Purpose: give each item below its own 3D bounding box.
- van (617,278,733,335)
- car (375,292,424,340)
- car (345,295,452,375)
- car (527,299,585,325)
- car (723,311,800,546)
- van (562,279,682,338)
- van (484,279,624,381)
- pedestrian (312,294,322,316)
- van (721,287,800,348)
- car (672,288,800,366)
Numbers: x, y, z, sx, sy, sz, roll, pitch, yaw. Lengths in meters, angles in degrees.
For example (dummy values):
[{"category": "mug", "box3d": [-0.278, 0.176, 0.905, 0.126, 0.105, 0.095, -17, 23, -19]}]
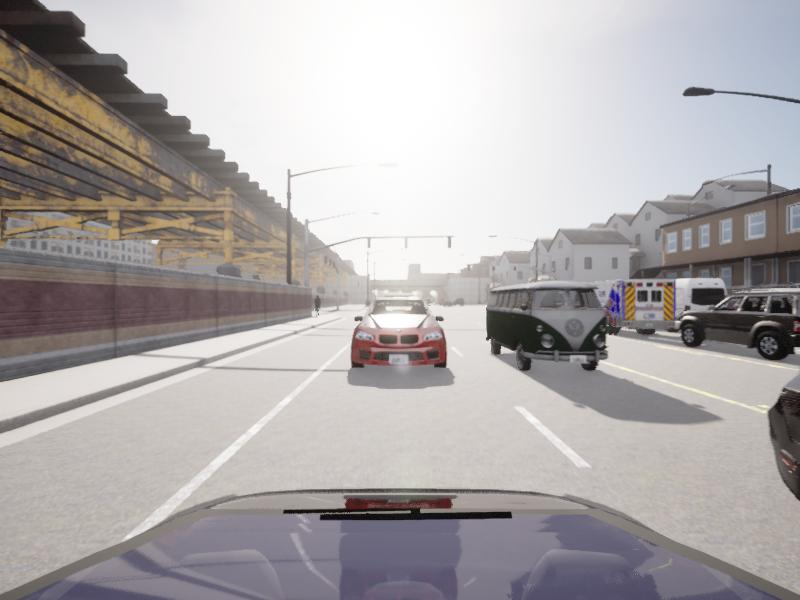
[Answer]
[{"category": "van", "box3d": [13.941, 0.287, 20.905, 1.988, 2.561, 5.915, 0, 0, 0]}, {"category": "car", "box3d": [-0.041, 0.616, 17.472, 1.905, 1.878, 3.866, 0, 0, 0]}, {"category": "car", "box3d": [-0.025, 0.739, 10.704, 2.242, 1.667, 4.611, 0, 0, 0]}, {"category": "car", "box3d": [10.438, 0.732, 27.231, 2.033, 1.649, 4.856, 0, 0, 0]}, {"category": "car", "box3d": [3.494, 0.841, 0.740, 1.837, 1.490, 4.892, 0, 0, 0]}, {"category": "van", "box3d": [10.456, 0.345, 19.668, 2.351, 2.431, 6.366, 0, 0, 0]}, {"category": "van", "box3d": [3.477, 0.582, 10.031, 1.775, 1.987, 4.442, 0, 0, 0]}, {"category": "pedestrian", "box3d": [-7.165, 0.431, 34.570, 0.751, 1.860, 0.751, 0, 0, -21]}, {"category": "van", "box3d": [13.959, 0.571, 14.068, 1.775, 1.987, 4.442, 0, 0, 0]}, {"category": "car", "box3d": [10.471, 0.632, 11.694, 1.932, 1.855, 4.605, 0, 0, 0]}]
